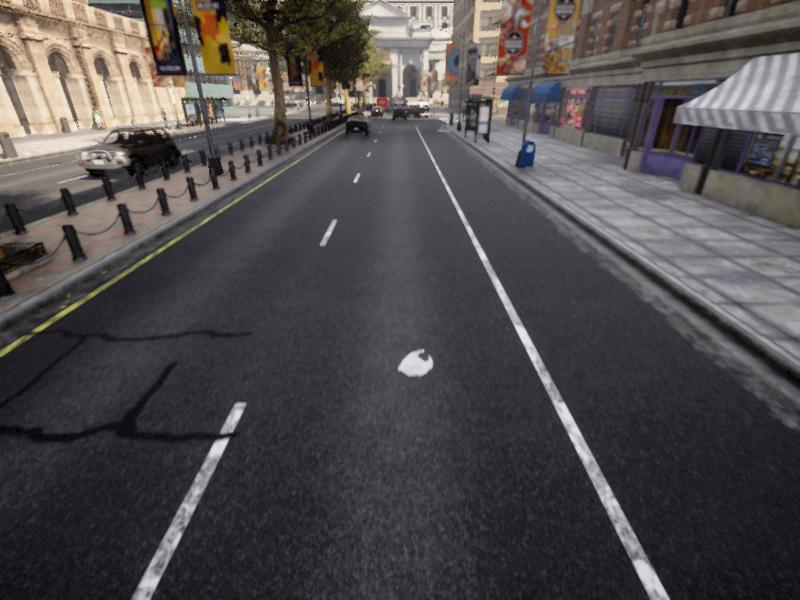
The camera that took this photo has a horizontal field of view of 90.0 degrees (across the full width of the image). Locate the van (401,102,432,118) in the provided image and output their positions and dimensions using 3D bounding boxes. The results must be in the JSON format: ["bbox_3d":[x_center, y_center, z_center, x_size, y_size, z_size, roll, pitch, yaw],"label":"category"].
[{"bbox_3d":[2.421,-28.032,59.039,2.069,2.038,4.480,-20,31,-33],"label":"van"}]

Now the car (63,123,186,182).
[{"bbox_3d":[-11.521,-6.489,17.271,1.932,1.855,4.605,0,27,0],"label":"car"}]

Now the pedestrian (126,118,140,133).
[{"bbox_3d":[-22.753,-14.843,34.070,0.500,1.100,0.500,6,28,11],"label":"pedestrian"}]

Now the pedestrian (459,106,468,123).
[{"bbox_3d":[7.457,-21.854,47.146,0.751,1.860,0.751,-3,27,-5],"label":"pedestrian"}]

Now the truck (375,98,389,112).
[{"bbox_3d":[-3.608,-40.486,82.904,2.627,2.467,5.204,0,27,0],"label":"truck"}]

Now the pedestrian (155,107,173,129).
[{"bbox_3d":[-22.573,-17.437,38.295,0.751,1.860,0.751,2,27,5],"label":"pedestrian"}]

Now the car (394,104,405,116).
[{"bbox_3d":[-0.087,-32.212,67.666,1.930,1.638,5.238,0,27,0],"label":"car"}]

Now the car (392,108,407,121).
[{"bbox_3d":[-0.068,-24.759,53.288,1.837,1.490,4.892,0,27,0],"label":"car"}]

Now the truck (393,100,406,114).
[{"bbox_3d":[-0.098,-36.496,75.513,2.390,2.098,6.274,0,27,0],"label":"truck"}]

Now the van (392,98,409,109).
[{"bbox_3d":[0.118,-47.672,96.946,2.351,2.431,6.366,7,28,14],"label":"van"}]

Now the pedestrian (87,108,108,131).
[{"bbox_3d":[-27.339,-16.337,36.166,0.751,1.860,0.751,4,27,8],"label":"pedestrian"}]

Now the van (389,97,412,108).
[{"bbox_3d":[0.142,-51.748,104.736,5.915,2.561,1.988,0,27,0],"label":"van"}]

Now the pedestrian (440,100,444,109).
[{"bbox_3d":[9.946,-45.938,93.776,0.751,1.860,0.751,-1,27,-1],"label":"pedestrian"}]

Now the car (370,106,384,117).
[{"bbox_3d":[-3.581,-29.847,63.336,1.970,1.475,3.806,0,27,0],"label":"car"}]

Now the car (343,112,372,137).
[{"bbox_3d":[-3.544,-15.201,34.496,1.930,1.638,5.238,0,27,0],"label":"car"}]
